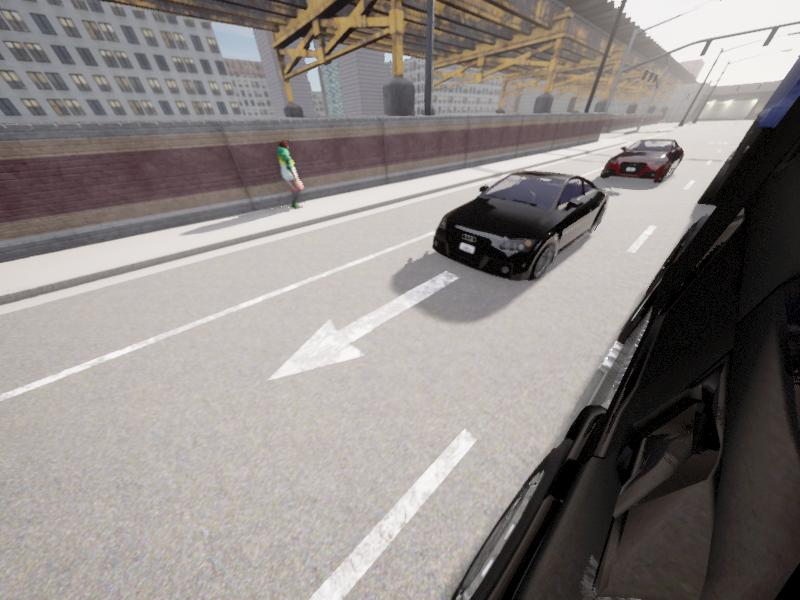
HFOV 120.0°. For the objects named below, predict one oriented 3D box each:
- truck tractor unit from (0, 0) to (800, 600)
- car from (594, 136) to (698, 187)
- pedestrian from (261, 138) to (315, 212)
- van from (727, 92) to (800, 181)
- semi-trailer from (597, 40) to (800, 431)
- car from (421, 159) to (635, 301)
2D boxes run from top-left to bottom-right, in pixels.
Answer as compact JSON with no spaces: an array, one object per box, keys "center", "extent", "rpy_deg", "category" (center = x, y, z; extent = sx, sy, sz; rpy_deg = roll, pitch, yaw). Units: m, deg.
[{"center":[2.645,-0.295,0.351],"extent":[6.516,4.208,3.053],"rpy_deg":[-28,44,-30],"category":"truck tractor unit"},{"center":[10.598,-6.090,9.946],"extent":[4.181,1.385,1.994],"rpy_deg":[-28,44,-29],"category":"car"},{"center":[-3.350,-3.781,7.036],"extent":[0.751,1.860,0.751],"rpy_deg":[-28,44,-30],"category":"pedestrian"},{"center":[16.411,-6.917,9.698],"extent":[5.915,2.561,1.988],"rpy_deg":[-28,44,-31],"category":"van"},{"center":[8.711,-3.598,4.213],"extent":[14.254,4.402,2.717],"rpy_deg":[-28,44,-30],"category":"semi-trailer"},{"center":[2.651,-1.837,4.782],"extent":[4.181,1.385,1.994],"rpy_deg":[-28,44,-30],"category":"car"}]
